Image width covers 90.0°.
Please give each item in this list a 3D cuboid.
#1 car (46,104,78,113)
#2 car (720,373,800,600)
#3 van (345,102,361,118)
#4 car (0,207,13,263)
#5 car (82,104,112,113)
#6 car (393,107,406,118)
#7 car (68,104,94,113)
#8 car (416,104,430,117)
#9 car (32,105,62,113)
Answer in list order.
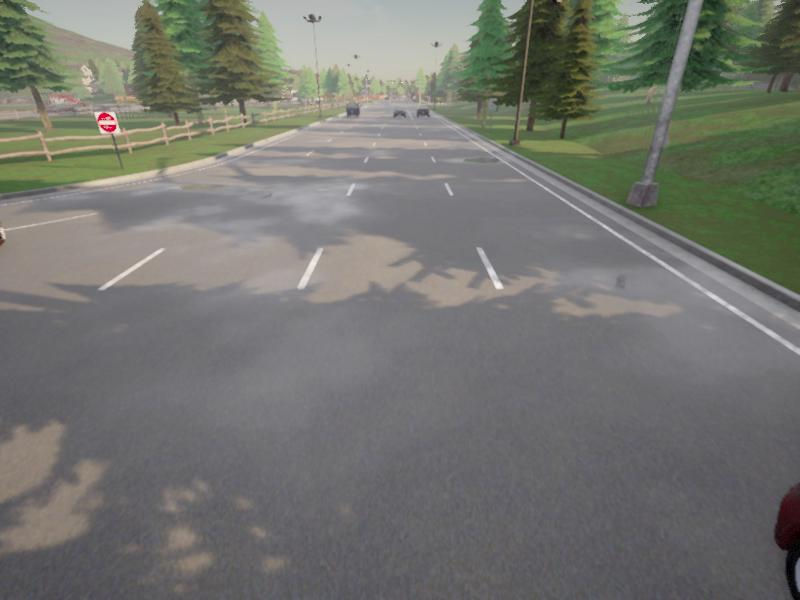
[{"bbox_3d":[-68.180,-38.687,80.833,2.163,1.488,4.792,0,27,0],"label":"car"},{"bbox_3d":[3.498,2.158,0.821,1.812,1.442,4.674,0,27,0],"label":"car"},{"bbox_3d":[-7.043,-28.812,60.606,1.775,1.987,4.442,0,27,0],"label":"van"},{"bbox_3d":[-10.521,-1.259,7.326,4.611,1.667,2.242,-21,34,-35],"label":"car"},{"bbox_3d":[-61.182,-38.702,80.888,2.033,1.411,5.357,0,27,0],"label":"car"},{"bbox_3d":[-0.042,-28.605,60.897,1.895,1.301,4.718,0,27,0],"label":"car"},{"bbox_3d":[-64.685,-38.938,81.241,1.851,1.617,3.988,0,27,0],"label":"car"},{"bbox_3d":[3.457,-29.143,61.555,1.930,1.638,5.238,0,27,0],"label":"car"},{"bbox_3d":[-71.682,-38.792,81.249,1.895,1.301,4.718,0,27,0],"label":"car"}]
